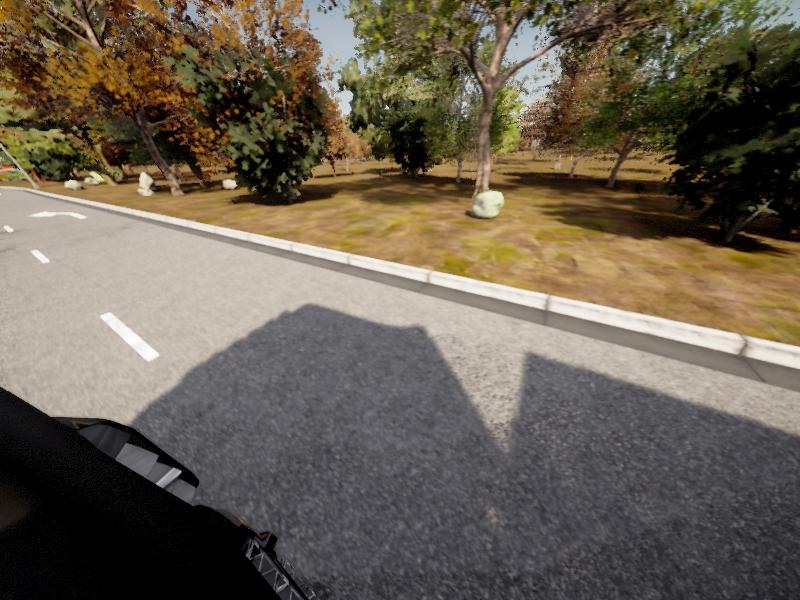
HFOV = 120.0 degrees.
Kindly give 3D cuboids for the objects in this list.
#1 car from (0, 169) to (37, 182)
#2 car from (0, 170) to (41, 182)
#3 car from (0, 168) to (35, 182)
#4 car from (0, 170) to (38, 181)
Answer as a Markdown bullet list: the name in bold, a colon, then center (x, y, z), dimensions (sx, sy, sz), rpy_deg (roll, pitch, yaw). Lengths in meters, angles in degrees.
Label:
- **car**: center (-77.839, -24.984, 46.352), dimensions (2.185, 1.767, 4.553), rpy_deg (7, 34, 15)
- **car**: center (-80.153, -25.872, 48.119), dimensions (1.946, 1.575, 5.366), rpy_deg (7, 34, 15)
- **car**: center (-75.468, -24.158, 44.718), dimensions (1.878, 1.987, 4.442), rpy_deg (7, 34, 15)
- **car**: center (-82.627, -26.558, 49.359), dimensions (1.946, 1.575, 5.366), rpy_deg (8, 34, 15)
